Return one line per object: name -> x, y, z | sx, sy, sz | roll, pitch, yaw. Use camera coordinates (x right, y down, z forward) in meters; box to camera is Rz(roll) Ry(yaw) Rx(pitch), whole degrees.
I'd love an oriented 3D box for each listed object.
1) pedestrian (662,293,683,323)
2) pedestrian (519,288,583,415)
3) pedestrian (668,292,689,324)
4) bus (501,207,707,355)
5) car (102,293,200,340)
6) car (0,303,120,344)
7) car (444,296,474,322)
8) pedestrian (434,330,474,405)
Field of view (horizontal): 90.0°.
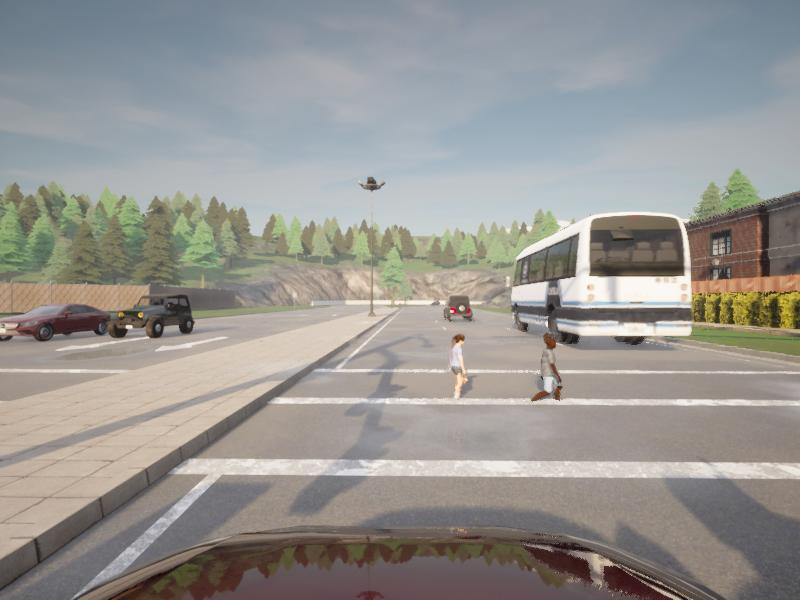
pedestrian -> 16.760, 0.485, 24.609 | 0.751, 1.860, 0.751 | 0, 0, 1
pedestrian -> 2.325, 0.752, 6.248 | 0.751, 1.860, 0.751 | 0, 0, 3
pedestrian -> 16.483, 0.485, 23.689 | 0.751, 1.860, 0.751 | 0, 0, 1
bus -> 7.197, -0.535, 16.797 | 3.944, 4.253, 10.273 | 0, 0, 4
car -> -10.927, 0.646, 17.944 | 1.905, 1.878, 3.866 | 0, 0, 2
car -> -14.460, 0.870, 16.971 | 1.812, 1.442, 4.674 | 0, 0, 2
car -> 4.514, 0.646, 31.271 | 1.905, 1.878, 3.866 | 0, 0, 2
pedestrian -> 0.849, 1.044, 6.340 | 0.500, 1.100, 0.500 | 0, 0, -12
